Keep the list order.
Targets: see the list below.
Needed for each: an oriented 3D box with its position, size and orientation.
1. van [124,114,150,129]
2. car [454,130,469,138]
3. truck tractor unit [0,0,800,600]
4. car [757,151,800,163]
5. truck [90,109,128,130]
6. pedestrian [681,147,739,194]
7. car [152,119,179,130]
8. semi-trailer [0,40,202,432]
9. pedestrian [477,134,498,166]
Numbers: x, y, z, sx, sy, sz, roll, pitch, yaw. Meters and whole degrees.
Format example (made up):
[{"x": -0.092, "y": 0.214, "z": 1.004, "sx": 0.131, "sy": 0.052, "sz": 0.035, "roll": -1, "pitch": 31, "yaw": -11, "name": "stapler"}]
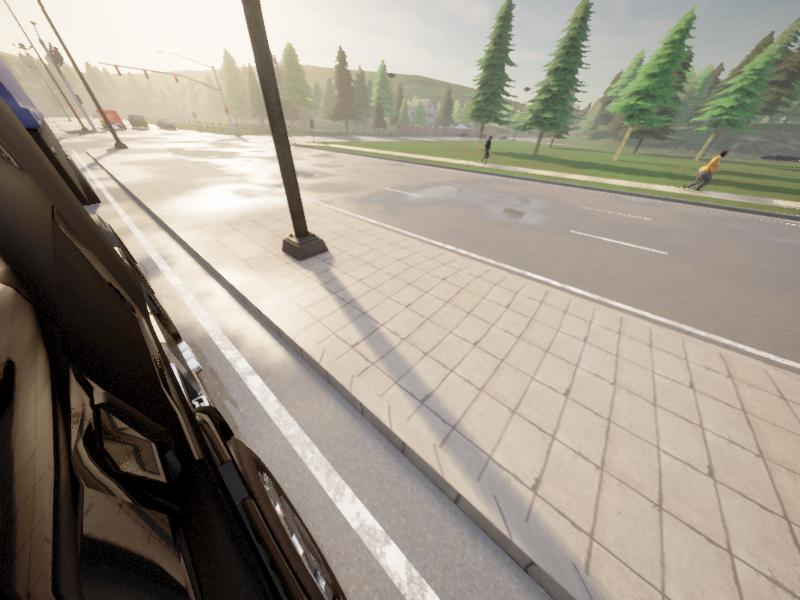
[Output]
[{"x": -46.212, "y": -31.370, "z": 40.639, "sx": 4.442, "sy": 1.987, "sz": 1.775, "roll": 28, "pitch": 44, "yaw": 29, "name": "van"}, {"x": 20.430, "y": -55.160, "z": 76.767, "sx": 2.150, "sy": 2.045, "sz": 5.566, "roll": 29, "pitch": 44, "yaw": 30, "name": "car"}, {"x": -2.645, "y": -0.295, "z": 0.351, "sx": 6.516, "sy": 4.208, "sz": 3.053, "roll": 28, "pitch": 44, "yaw": 30, "name": "truck tractor unit"}, {"x": 65.029, "y": -24.135, "z": 39.098, "sx": 4.718, "sy": 1.301, "sz": 1.895, "roll": 23, "pitch": 41, "yaw": 25, "name": "car"}, {"x": -47.213, "y": -29.367, "z": 37.502, "sx": 5.204, "sy": 2.467, "sz": 2.627, "roll": 28, "pitch": 44, "yaw": 30, "name": "truck"}, {"x": 14.708, "y": -6.184, "z": 11.045, "sx": 0.751, "sy": 1.860, "sz": 0.751, "roll": 29, "pitch": 44, "yaw": 30, "name": "pedestrian"}, {"x": -43.207, "y": -32.264, "z": 42.525, "sx": 5.357, "sy": 1.411, "sz": 2.033, "roll": 28, "pitch": 44, "yaw": 29, "name": "car"}, {"x": -8.715, "y": -3.605, "z": 4.194, "sx": 14.254, "sy": 4.402, "sz": 2.717, "roll": 28, "pitch": 44, "yaw": 29, "name": "semi-trailer"}, {"x": 6.258, "y": -10.803, "z": 16.621, "sx": 0.751, "sy": 1.860, "sz": 0.751, "roll": 28, "pitch": 44, "yaw": 30, "name": "pedestrian"}]
